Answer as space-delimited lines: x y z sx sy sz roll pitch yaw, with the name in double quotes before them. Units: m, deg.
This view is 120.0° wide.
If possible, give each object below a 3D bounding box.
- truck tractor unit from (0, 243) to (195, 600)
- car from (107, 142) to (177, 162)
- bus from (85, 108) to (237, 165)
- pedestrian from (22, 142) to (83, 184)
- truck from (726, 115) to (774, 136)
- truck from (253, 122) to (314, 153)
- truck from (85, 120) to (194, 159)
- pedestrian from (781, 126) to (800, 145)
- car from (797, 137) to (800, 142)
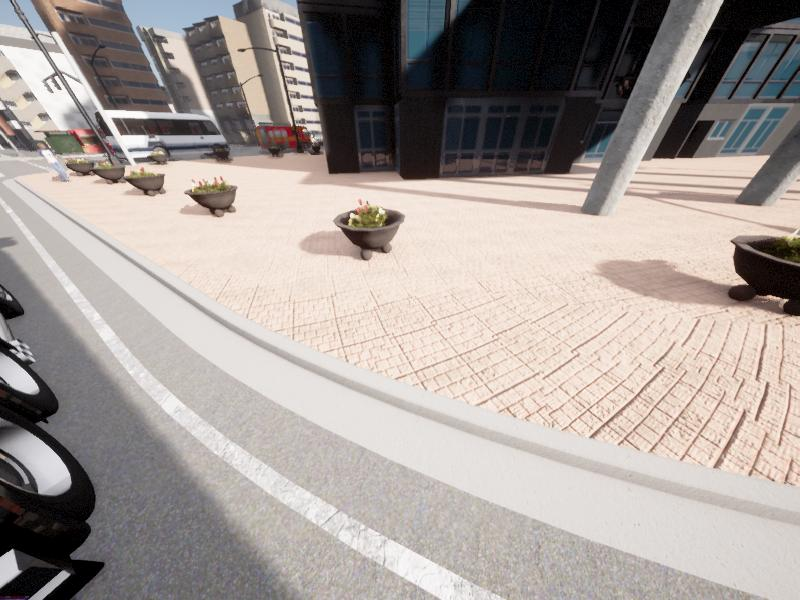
"truck tractor unit" -5.088 -0.325 0.799 6.516 4.208 3.053 20 41 26
"car" -29.413 -17.081 26.580 2.033 1.649 4.856 20 40 26
"bus" -25.420 -18.174 25.789 3.944 4.253 10.273 20 40 26
"pedestrian" -18.515 -7.337 12.367 0.751 1.860 0.751 5 37 8
"truck" 85.378 -42.692 56.635 2.891 3.827 8.468 21 42 27
"truck" -19.311 -27.574 39.182 2.891 3.827 8.468 20 40 26
"truck" -33.960 -21.458 30.830 2.891 3.827 8.468 19 40 25
"pedestrian" 47.429 -19.715 27.656 0.751 1.860 0.751 11 38 15
"car" 62.101 -24.318 34.119 1.851 1.617 3.988 21 42 27
